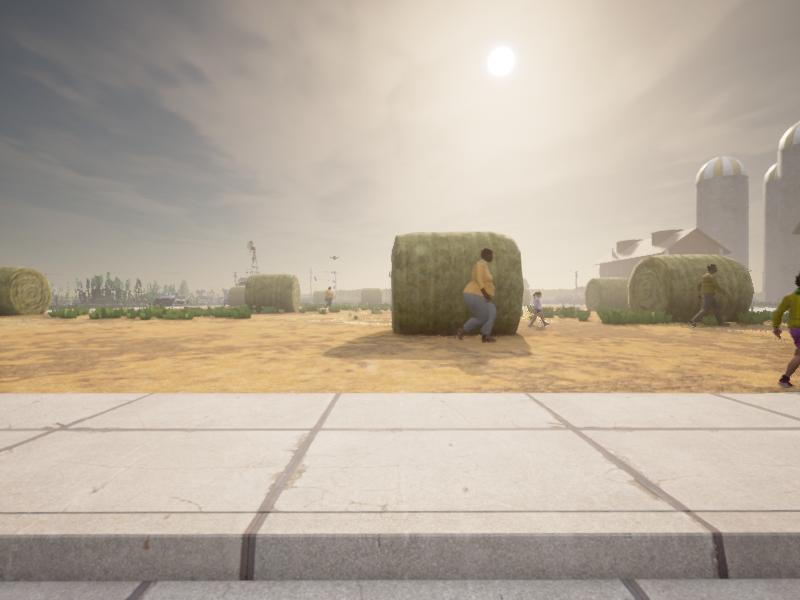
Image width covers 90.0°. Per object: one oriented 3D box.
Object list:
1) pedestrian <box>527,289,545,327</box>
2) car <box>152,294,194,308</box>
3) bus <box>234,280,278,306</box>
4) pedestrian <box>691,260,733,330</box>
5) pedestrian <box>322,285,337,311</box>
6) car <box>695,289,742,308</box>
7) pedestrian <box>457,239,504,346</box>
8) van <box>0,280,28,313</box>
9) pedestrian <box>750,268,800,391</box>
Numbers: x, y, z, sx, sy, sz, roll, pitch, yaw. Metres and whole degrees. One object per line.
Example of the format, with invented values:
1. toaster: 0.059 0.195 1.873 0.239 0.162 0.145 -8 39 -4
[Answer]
1. pedestrian: 4.091 0.237 12.040 0.500 1.100 0.500 0 0 19
2. car: -26.854 0.135 47.580 1.930 1.638 5.238 0 0 2
3. bus: -25.894 -1.175 72.545 3.944 4.253 10.273 0 0 2
4. pedestrian: 8.671 -0.142 11.163 0.751 1.860 0.751 0 0 22
5. pedestrian: -5.223 -0.147 29.547 0.751 1.860 0.751 0 0 43
6. car: 35.786 -0.137 44.980 1.905 1.878 3.866 -8 4 -44
7. pedestrian: 1.499 -0.132 7.400 0.751 1.860 0.751 0 0 20
8. van: -31.163 -0.258 28.973 2.351 2.431 6.366 0 0 2
9. pedestrian: 3.807 0.260 3.810 0.500 1.100 0.500 0 0 -5
